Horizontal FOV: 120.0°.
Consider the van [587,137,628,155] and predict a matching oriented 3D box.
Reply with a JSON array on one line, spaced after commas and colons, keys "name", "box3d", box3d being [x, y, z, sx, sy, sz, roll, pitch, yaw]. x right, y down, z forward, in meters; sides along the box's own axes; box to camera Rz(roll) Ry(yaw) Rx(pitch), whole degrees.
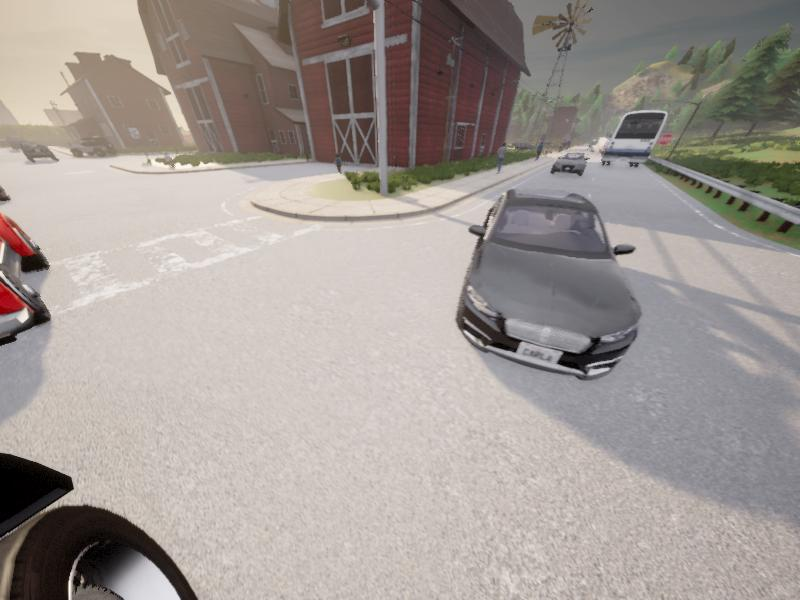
[{"name": "van", "box3d": [36.094, -27.079, 40.570, 2.351, 2.431, 6.366, 7, 36, 8]}]

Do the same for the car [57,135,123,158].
[{"name": "car", "box3d": [-35.493, -17.677, 26.625, 3.866, 1.878, 1.905, -5, 41, -5]}]

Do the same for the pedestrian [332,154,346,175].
[{"name": "pedestrian", "box3d": [-3.673, -8.220, 14.016, 0.500, 1.100, 0.500, 9, 36, 12]}]

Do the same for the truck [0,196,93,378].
[{"name": "truck", "box3d": [-6.951, -0.720, 2.684, 5.204, 2.467, 2.627, 22, 41, 28]}]

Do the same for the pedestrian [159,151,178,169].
[{"name": "pedestrian", "box3d": [-17.284, -10.478, 17.276, 0.500, 1.100, 0.500, 22, 40, 27]}]

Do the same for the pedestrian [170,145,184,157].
[{"name": "pedestrian", "box3d": [-23.636, -15.774, 24.455, 0.500, 1.100, 0.500, 12, 37, 16]}]

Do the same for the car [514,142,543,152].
[{"name": "car", "box3d": [26.067, -31.074, 46.936, 4.792, 1.488, 2.163, 22, 41, 28]}]

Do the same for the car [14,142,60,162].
[{"name": "car", "box3d": [-35.982, -14.705, 22.887, 3.705, 1.549, 1.789, 22, 41, 28]}]

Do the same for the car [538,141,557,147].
[{"name": "car", "box3d": [48.940, -51.938, 76.686, 5.008, 1.535, 1.882, 23, 41, 28]}]

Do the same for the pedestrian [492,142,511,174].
[{"name": "pedestrian", "box3d": [7.000, -9.809, 15.975, 0.751, 1.860, 0.751, 15, 38, 20]}]

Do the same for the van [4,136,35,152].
[{"name": "van", "box3d": [-61.129, -25.137, 37.110, 4.442, 1.987, 1.775, 22, 41, 28]}]

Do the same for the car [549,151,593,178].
[{"name": "car", "box3d": [12.961, -10.306, 17.476, 1.994, 1.385, 4.181, 23, 41, 29]}]

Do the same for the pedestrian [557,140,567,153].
[{"name": "pedestrian", "box3d": [27.790, -26.335, 39.607, 0.751, 1.860, 0.751, 18, 39, 24]}]

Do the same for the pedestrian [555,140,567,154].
[{"name": "pedestrian", "box3d": [26.548, -25.284, 38.105, 0.751, 1.860, 0.751, -4, 35, -6]}]

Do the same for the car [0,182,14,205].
[{"name": "car", "box3d": [-17.417, -4.543, 8.934, 4.181, 1.385, 1.994, 22, 41, 27]}]

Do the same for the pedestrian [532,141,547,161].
[{"name": "pedestrian", "box3d": [15.176, -16.195, 25.110, 0.751, 1.860, 0.751, 23, 41, 28]}]

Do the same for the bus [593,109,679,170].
[{"name": "bus", "box3d": [23.682, -16.605, 24.017, 3.944, 4.253, 10.273, 23, 41, 29]}]

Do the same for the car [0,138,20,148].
[{"name": "car", "box3d": [-79.563, -30.801, 45.265, 5.238, 1.638, 1.930, -5, 36, -7]}]

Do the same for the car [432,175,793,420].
[{"name": "car", "box3d": [2.331, -0.978, 4.016, 2.128, 1.511, 4.902, 14, 37, 18]}]
